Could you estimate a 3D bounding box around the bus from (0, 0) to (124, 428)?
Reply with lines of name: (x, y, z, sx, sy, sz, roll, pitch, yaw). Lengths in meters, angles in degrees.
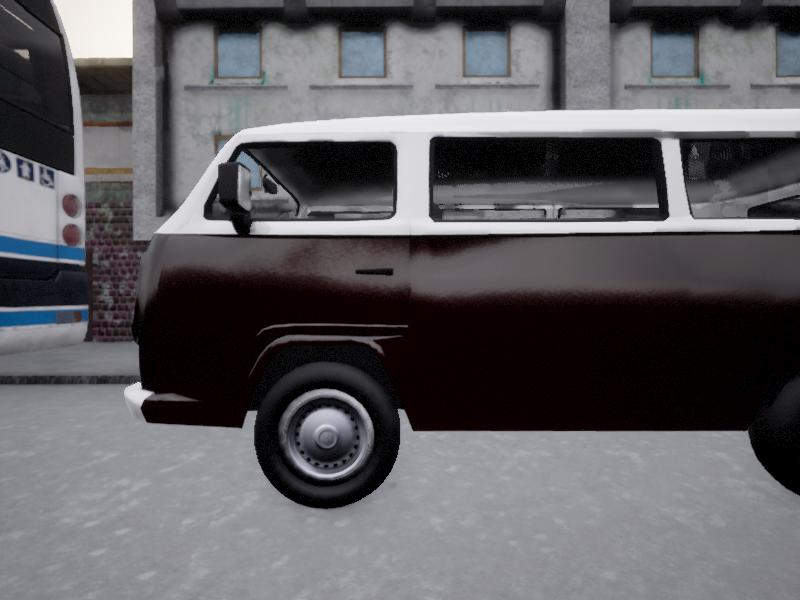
bus: (-8.293, -1.105, 2.609, 10.273, 4.253, 3.944, 0, 0, 0)

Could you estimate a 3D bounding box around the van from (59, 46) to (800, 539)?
van: (0.825, -0.028, 2.692, 4.480, 2.038, 2.069, 0, 0, 0)
